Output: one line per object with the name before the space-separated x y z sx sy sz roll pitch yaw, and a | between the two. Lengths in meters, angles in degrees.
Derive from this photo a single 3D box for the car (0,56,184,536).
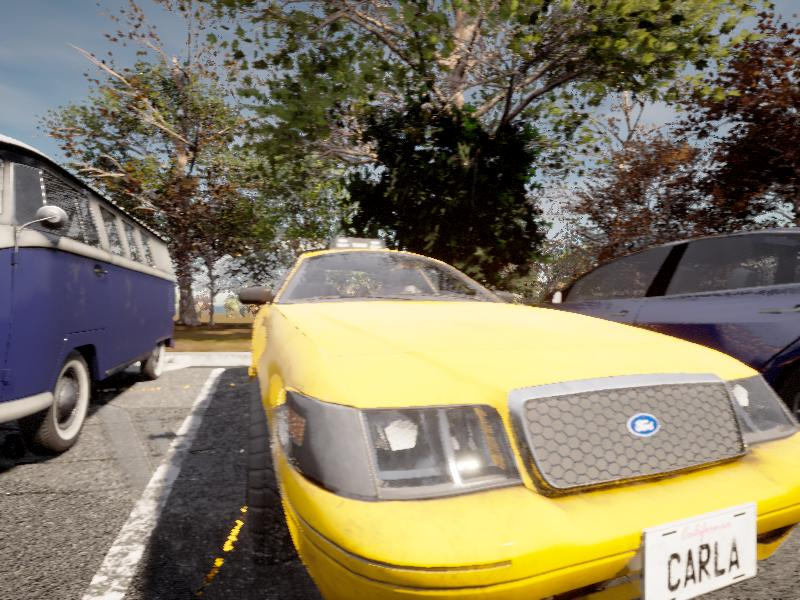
car | -3.283 0.002 3.422 1.878 1.987 4.442 1 -1 -20

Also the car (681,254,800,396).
car | 5.615 0.258 3.494 2.163 1.488 4.792 1 -1 -20

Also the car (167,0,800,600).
car | -0.285 0.224 3.349 1.946 1.575 5.366 1 -1 -20

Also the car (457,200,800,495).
car | 2.612 0.259 3.548 2.163 1.488 4.792 0 -1 -20
